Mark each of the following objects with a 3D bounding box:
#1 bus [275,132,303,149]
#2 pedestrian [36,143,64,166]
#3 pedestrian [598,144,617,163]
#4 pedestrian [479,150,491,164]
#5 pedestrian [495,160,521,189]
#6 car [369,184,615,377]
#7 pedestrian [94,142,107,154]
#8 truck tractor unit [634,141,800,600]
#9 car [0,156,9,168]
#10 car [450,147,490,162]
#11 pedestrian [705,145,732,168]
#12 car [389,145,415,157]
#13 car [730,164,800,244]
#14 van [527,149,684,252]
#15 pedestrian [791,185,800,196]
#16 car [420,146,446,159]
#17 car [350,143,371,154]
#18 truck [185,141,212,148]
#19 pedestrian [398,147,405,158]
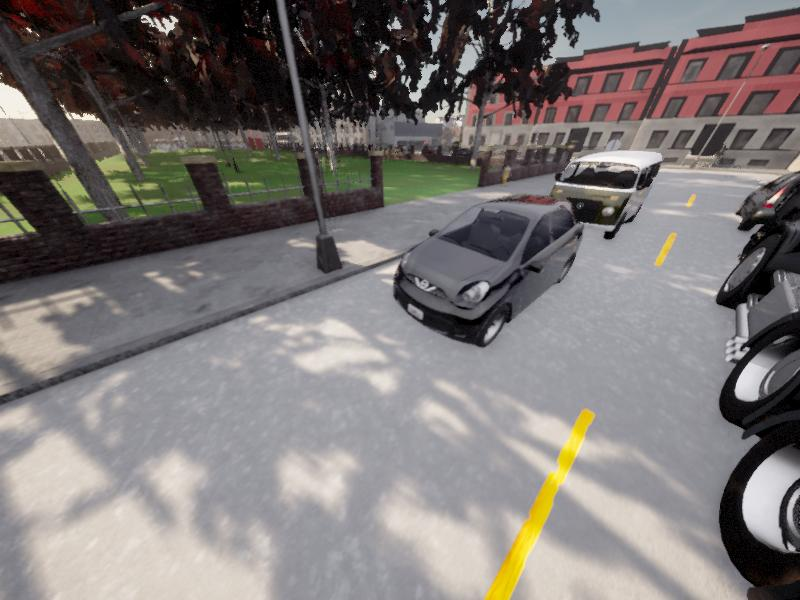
[{"bbox_3d":[-35.499,-50.705,73.535,3.944,4.253,10.273,-26,42,-33],"label":"bus"},{"bbox_3d":[-34.648,-14.404,22.912,0.751,1.860,0.751,26,42,32],"label":"pedestrian"},{"bbox_3d":[24.290,-17.140,27.016,0.751,1.860,0.751,-17,38,-23],"label":"pedestrian"},{"bbox_3d":[9.456,-15.962,25.770,0.751,1.300,0.751,27,43,33],"label":"pedestrian"},{"bbox_3d":[5.872,-6.896,12.650,0.751,1.300,0.751,-26,43,-33],"label":"pedestrian"},{"bbox_3d":[1.572,-0.789,3.829,3.633,1.501,1.845,-26,43,-33],"label":"car"},{"bbox_3d":[-56.821,-28.897,43.817,0.751,1.860,0.751,22,40,28],"label":"pedestrian"},{"bbox_3d":[4.889,-0.473,1.053,6.516,4.208,3.053,-26,43,-33],"label":"truck tractor unit"},{"bbox_3d":[-40.307,-13.448,22.033,1.845,1.501,3.633,-26,43,-33],"label":"car"},{"bbox_3d":[9.478,-20.074,31.771,1.837,1.490,4.892,-27,43,-33],"label":"car"},{"bbox_3d":[31.031,-14.018,22.519,0.751,1.860,0.751,-28,44,-35],"label":"pedestrian"},{"bbox_3d":[0.337,-26.071,40.392,2.007,1.525,4.514,-26,43,-33],"label":"car"},{"bbox_3d":[12.185,-3.041,7.045,3.988,1.617,1.851,-26,43,-33],"label":"car"},{"bbox_3d":[6.260,-3.309,7.036,4.480,2.038,2.069,-26,42,-33],"label":"van"},{"bbox_3d":[20.508,-5.984,11.058,0.751,1.860,0.751,-3,35,-4],"label":"pedestrian"},{"bbox_3d":[5.059,-22.992,35.928,1.789,1.549,3.705,-26,42,-33],"label":"car"},{"bbox_3d":[-8.332,-31.889,48.475,1.932,1.855,4.605,-26,43,-33],"label":"car"},{"bbox_3d":[-68.659,-53.042,78.719,6.274,2.098,2.390,-26,43,-33],"label":"truck"},{"bbox_3d":[0.190,-22.011,34.493,0.751,1.300,0.751,-26,42,-33],"label":"pedestrian"}]
